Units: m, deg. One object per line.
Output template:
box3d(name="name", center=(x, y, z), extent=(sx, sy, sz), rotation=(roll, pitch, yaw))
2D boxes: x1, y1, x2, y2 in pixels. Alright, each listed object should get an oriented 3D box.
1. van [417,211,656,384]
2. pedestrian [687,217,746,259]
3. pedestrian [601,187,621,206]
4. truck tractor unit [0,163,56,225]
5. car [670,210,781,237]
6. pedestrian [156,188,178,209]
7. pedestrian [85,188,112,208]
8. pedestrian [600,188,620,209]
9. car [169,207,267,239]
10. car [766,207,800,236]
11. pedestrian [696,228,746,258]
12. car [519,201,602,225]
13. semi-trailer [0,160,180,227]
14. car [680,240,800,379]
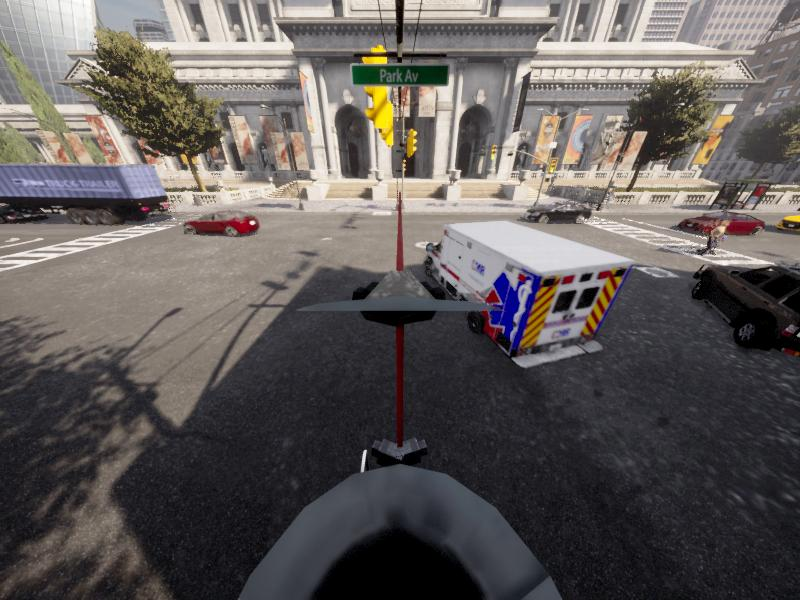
box3d(name="van", center=(2.713, -0.952, 7.227), extent=(2.351, 2.431, 6.366), rotation=(-8, 31, -13))
box3d(name="pedestrian", center=(15.426, -3.027, 11.339), extent=(0.751, 1.860, 0.751), rotation=(-2, 30, -3))
box3d(name="pedestrian", center=(23.339, -11.415, 25.563), extent=(0.751, 1.860, 0.751), rotation=(-4, 30, -7))
box3d(name="truck tractor unit", center=(-34.118, -8.439, 18.376), extent=(6.516, 4.208, 3.053), rotation=(0, 30, 0))
box3d(name="car", center=(21.915, -5.268, 15.762), extent=(4.181, 1.385, 1.994), rotation=(0, 30, 0))
box3d(name="pedestrian", center=(-24.398, -10.627, 24.198), extent=(0.751, 1.860, 0.751), rotation=(7, 31, 12))
box3d(name="pedestrian", center=(-31.751, -10.716, 24.352), extent=(0.751, 1.860, 0.751), rotation=(-6, 31, -11))
box3d(name="pedestrian", center=(21.865, -10.565, 24.091), extent=(0.751, 1.860, 0.751), rotation=(-10, 31, -17))
box3d(name="car", center=(-12.066, -5.237, 15.595), extent=(4.792, 1.488, 2.163), rotation=(4, 30, 7))
box3d(name="car", center=(29.325, -5.336, 15.709), extent=(5.008, 1.535, 1.882), rotation=(0, 30, 0))
box3d(name="pedestrian", center=(16.158, -2.898, 11.676), extent=(0.751, 1.300, 0.751), rotation=(2, 30, 4))
box3d(name="car", center=(12.840, -7.110, 18.808), extent=(4.902, 1.511, 2.128), rotation=(0, 30, 0))
box3d(name="semi-trailer", center=(-26.203, -8.359, 18.050), extent=(14.254, 4.402, 2.717), rotation=(2, 30, 3))
box3d(name="car", center=(10.178, 0.021, 6.089), extent=(1.932, 1.855, 4.605), rotation=(17, 34, 27))
